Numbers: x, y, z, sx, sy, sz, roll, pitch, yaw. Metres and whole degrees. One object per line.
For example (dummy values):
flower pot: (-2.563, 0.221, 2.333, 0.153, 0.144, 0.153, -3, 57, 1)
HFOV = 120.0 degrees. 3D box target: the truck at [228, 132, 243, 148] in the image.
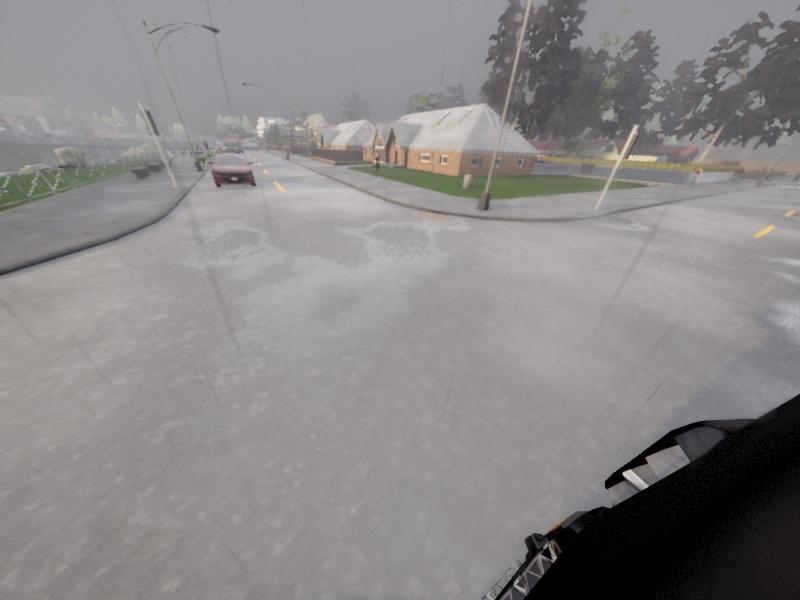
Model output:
truck: (-53.481, -51.947, 75.090, 2.891, 3.827, 8.468, -16, 38, -26)

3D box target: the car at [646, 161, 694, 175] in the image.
car: (53.905, -26.532, 46.342, 2.150, 2.045, 5.566, -16, 38, -26)

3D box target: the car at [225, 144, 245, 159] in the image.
car: (-23.422, -21.264, 32.937, 1.851, 1.617, 3.988, -16, 38, -26)

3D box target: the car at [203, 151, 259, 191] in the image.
car: (-9.600, -7.579, 13.331, 1.882, 1.535, 5.008, -16, 38, -26)

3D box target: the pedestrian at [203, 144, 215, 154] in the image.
pedestrian: (-29.748, -23.571, 35.997, 0.751, 1.300, 0.751, -4, 34, -11)

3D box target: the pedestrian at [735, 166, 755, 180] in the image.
pedestrian: (54.205, -19.941, 36.303, 0.751, 1.860, 0.751, 26, 40, 31)

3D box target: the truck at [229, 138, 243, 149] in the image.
truck: (-46.007, -43.970, 64.814, 2.627, 2.467, 5.204, -16, 38, -26)

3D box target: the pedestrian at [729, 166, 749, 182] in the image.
pedestrian: (47.700, -17.756, 32.506, 0.751, 1.860, 0.751, -15, 38, -25)

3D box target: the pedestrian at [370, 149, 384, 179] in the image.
pedestrian: (-1.693, -10.163, 17.312, 0.751, 1.860, 0.751, -17, 38, -27)

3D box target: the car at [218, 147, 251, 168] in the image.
car: (-15.830, -13.724, 22.173, 2.007, 1.525, 4.514, -16, 38, -26)

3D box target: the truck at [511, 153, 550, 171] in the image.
truck: (19.835, -21.161, 35.296, 2.069, 2.038, 4.478, -16, 38, -26)

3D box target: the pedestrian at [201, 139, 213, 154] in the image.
pedestrian: (-29.353, -23.311, 35.126, 0.751, 1.860, 0.751, -23, 41, -33)

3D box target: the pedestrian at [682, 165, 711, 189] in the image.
pedestrian: (27.441, -11.430, 21.421, 0.751, 1.860, 0.751, -15, 37, -24)

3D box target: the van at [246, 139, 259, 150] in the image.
van: (-41.587, -43.991, 65.211, 2.351, 2.431, 6.366, -16, 38, -26)

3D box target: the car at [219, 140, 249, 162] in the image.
car: (-19.886, -17.960, 27.804, 2.150, 2.045, 5.566, -16, 38, -26)

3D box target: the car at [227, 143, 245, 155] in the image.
car: (-28.723, -26.471, 40.488, 2.038, 1.542, 4.974, -16, 38, -26)

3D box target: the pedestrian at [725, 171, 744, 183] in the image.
pedestrian: (43.593, -16.039, 30.107, 0.751, 1.300, 0.751, -12, 36, -21)
